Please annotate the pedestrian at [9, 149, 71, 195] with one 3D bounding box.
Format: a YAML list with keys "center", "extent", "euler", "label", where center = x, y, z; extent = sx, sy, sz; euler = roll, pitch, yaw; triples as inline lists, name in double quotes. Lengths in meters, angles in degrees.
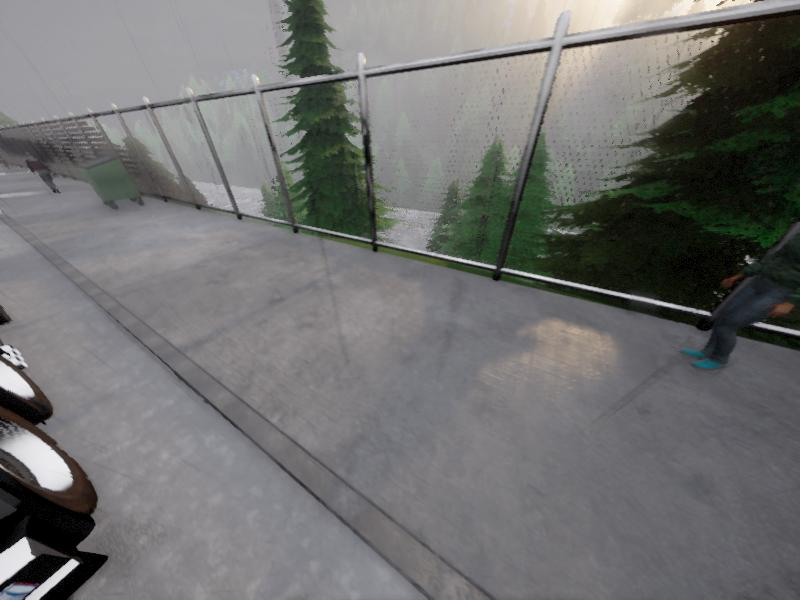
- center: [-17.615, -6.284, 11.365]
  extent: [0.751, 1.860, 0.751]
  euler: [18, 39, 24]
  label: "pedestrian"

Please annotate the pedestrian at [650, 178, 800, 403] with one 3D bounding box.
- center: [3.514, -0.040, 2.180]
  extent: [0.751, 1.860, 0.751]
  euler: [19, 39, 25]
  label: "pedestrian"

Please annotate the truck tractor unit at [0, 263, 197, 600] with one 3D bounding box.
- center: [-5.114, -0.297, 0.781]
  extent: [6.516, 4.208, 3.053]
  euler: [18, 39, 24]
  label: "truck tractor unit"
